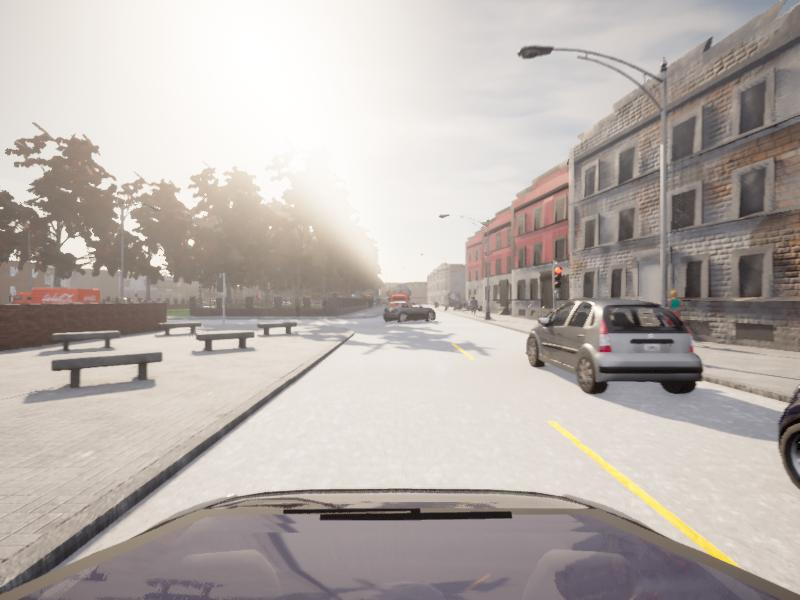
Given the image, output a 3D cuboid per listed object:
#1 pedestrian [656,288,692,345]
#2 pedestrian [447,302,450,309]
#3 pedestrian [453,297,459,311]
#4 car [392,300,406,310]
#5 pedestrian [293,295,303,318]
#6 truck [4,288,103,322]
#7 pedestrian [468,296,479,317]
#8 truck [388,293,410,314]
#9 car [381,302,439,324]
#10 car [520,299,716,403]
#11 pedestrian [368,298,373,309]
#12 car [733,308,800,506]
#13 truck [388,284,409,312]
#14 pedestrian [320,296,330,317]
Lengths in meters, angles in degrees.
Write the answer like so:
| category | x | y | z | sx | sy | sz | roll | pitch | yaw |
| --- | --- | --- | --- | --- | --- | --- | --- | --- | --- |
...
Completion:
| category | x | y | z | sx | sy | sz | roll | pitch | yaw |
| --- | --- | --- | --- | --- | --- | --- | --- | --- | --- |
| pedestrian | 9.190 | 0.536 | 13.427 | 0.751 | 1.860 | 0.751 | 0 | 0 | 9 |
| pedestrian | 8.171 | 0.925 | 67.356 | 0.500 | 1.100 | 0.500 | 0 | 0 | 13 |
| pedestrian | 7.519 | 0.543 | 53.873 | 0.751 | 1.860 | 0.751 | 0 | 0 | -4 |
| car | -0.182 | 0.793 | 67.669 | 2.152 | 1.651 | 5.027 | 0 | 0 | 0 |
| pedestrian | -8.480 | 0.540 | 33.300 | 0.751 | 1.860 | 0.751 | 0 | 0 | -11 |
| truck | -25.863 | 0.362 | 30.043 | 5.204 | 2.467 | 2.627 | 0 | 0 | 0 |
| pedestrian | 6.490 | 0.539 | 35.394 | 0.751 | 1.860 | 0.751 | 0 | 0 | -9 |
| truck | -0.151 | 0.366 | 49.979 | 2.627 | 2.467 | 5.204 | 0 | 0 | -1 |
| car | 0.733 | 0.859 | 29.033 | 3.806 | 1.475 | 1.970 | 0 | 0 | -38 |
| car | 3.994 | 0.790 | 8.233 | 1.851 | 1.617 | 3.988 | 0 | 0 | 0 |
| pedestrian | -4.983 | 0.545 | 67.020 | 0.751 | 1.860 | 0.751 | 0 | 0 | 0 |
| car | 3.995 | 0.827 | 1.874 | 1.845 | 1.501 | 3.633 | 0 | 0 | 0 |
| truck | -0.170 | -0.310 | 59.140 | 2.891 | 3.827 | 8.468 | 0 | 0 | 0 |
| pedestrian | -6.660 | 0.541 | 35.352 | 0.751 | 1.860 | 0.751 | 0 | 0 | -1 |
